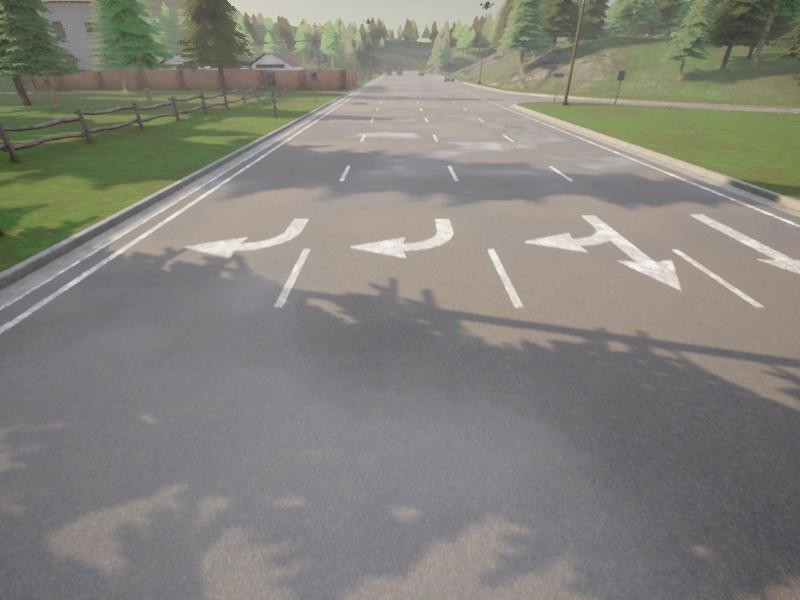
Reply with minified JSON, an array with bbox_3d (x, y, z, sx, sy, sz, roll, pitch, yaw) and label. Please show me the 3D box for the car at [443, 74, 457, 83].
[{"bbox_3d":[10.380,-46.280,83.534,2.128,1.511,4.902,0,30,0],"label":"car"}]
